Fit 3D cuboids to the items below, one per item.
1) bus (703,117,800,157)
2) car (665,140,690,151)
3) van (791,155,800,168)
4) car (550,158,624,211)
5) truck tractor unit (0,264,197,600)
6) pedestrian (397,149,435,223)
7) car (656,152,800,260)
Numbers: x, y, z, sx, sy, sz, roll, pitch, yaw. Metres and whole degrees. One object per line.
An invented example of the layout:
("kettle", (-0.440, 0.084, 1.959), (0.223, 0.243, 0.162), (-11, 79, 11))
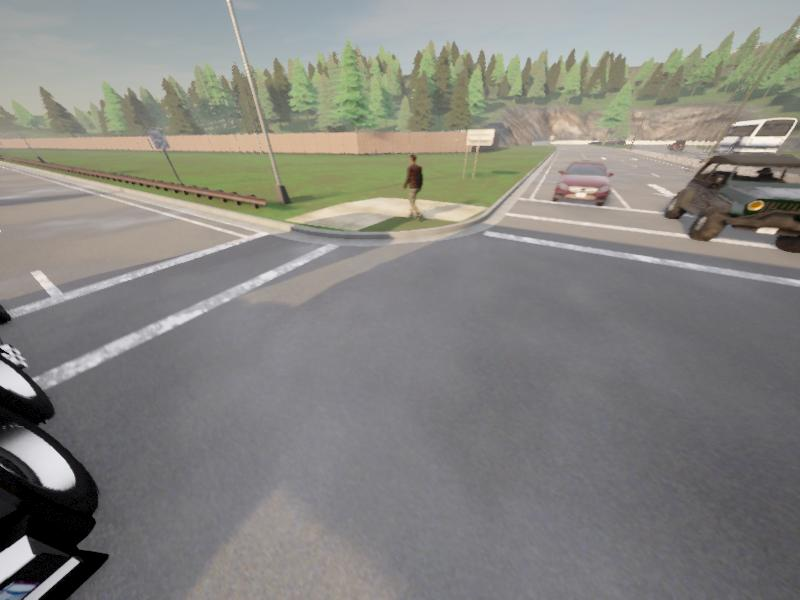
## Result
("bus", (51.570, -24.087, 34.380), (3.944, 4.253, 10.273), (18, 39, 25))
("car", (56.248, -31.424, 46.941), (1.905, 1.878, 3.866), (19, 39, 25))
("van", (36.408, -11.916, 18.979), (2.069, 2.038, 4.480), (16, 38, 22))
("car", (8.204, -5.435, 10.467), (1.812, 1.442, 4.674), (19, 39, 25))
("truck tractor unit", (-5.117, -0.294, 0.776), (6.516, 4.208, 3.053), (18, 39, 24))
("pedestrian", (0.442, -3.416, 6.969), (0.751, 1.860, 0.751), (-24, 41, -30))
("car", (9.383, -2.828, 6.319), (1.905, 1.878, 3.866), (18, 39, 25))
